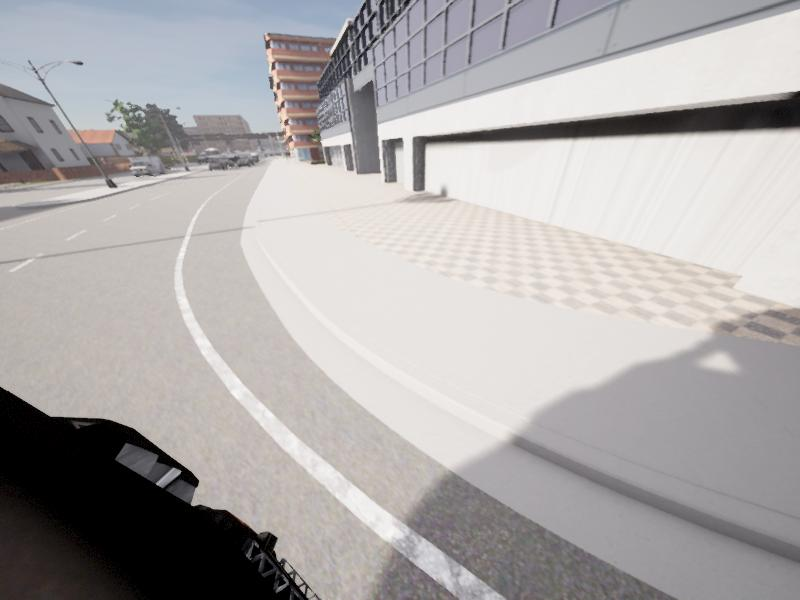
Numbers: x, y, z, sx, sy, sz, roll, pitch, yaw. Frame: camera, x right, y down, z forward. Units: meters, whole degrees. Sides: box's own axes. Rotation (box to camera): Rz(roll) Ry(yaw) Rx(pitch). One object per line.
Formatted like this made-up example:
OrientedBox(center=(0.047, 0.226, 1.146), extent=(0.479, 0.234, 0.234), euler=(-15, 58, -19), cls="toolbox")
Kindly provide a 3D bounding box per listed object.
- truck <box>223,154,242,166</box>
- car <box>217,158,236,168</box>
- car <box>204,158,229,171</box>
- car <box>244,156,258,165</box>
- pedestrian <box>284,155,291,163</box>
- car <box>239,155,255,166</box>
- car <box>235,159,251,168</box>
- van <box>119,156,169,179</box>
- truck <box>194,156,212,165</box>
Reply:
OrientedBox(center=(-39.886, -33.444, 55.162), extent=(2.390, 2.098, 6.274), euler=(-16, 36, -19), cls="truck")
OrientedBox(center=(-35.830, -28.395, 47.812), extent=(2.038, 1.542, 4.974), euler=(-16, 36, -19), cls="car")
OrientedBox(center=(-31.575, -23.387, 39.868), extent=(2.242, 1.667, 4.611), euler=(-16, 36, -19), cls="car")
OrientedBox(center=(-38.032, -35.647, 58.999), extent=(2.152, 1.651, 5.027), euler=(-16, 36, -19), cls="car")
OrientedBox(center=(-23.642, -29.656, 48.598), extent=(0.751, 1.300, 0.751), euler=(-22, 38, -26), cls="pedestrian")
OrientedBox(center=(-34.095, -31.138, 51.546), extent=(2.097, 1.767, 4.553), euler=(-16, 36, -19), cls="car")
OrientedBox(center=(-30.420, -26.577, 44.882), extent=(1.895, 1.301, 4.718), euler=(-16, 36, -19), cls="car")
OrientedBox(center=(-37.146, -19.547, 33.881), extent=(2.351, 2.431, 6.366), euler=(-16, 36, -19), cls="van")
OrientedBox(center=(-61.578, -43.782, 72.318), extent=(2.390, 2.098, 6.274), euler=(-16, 36, -19), cls="truck")
